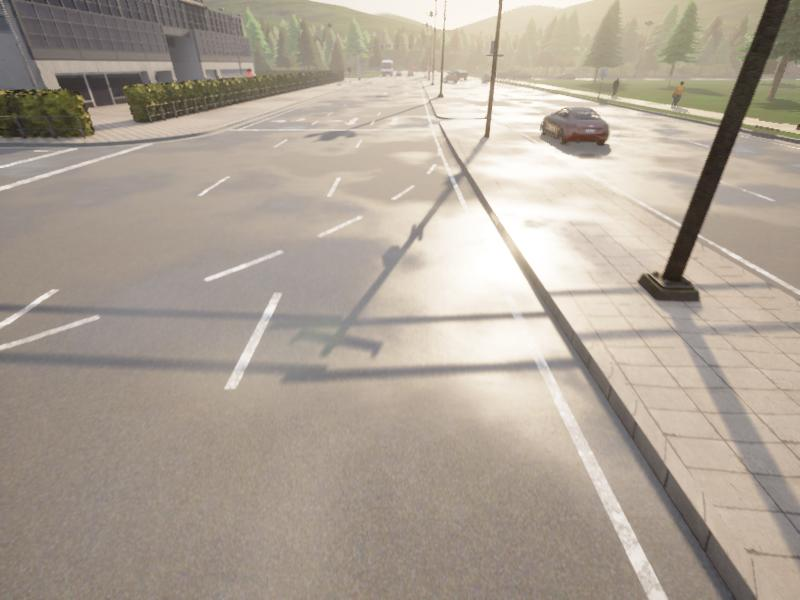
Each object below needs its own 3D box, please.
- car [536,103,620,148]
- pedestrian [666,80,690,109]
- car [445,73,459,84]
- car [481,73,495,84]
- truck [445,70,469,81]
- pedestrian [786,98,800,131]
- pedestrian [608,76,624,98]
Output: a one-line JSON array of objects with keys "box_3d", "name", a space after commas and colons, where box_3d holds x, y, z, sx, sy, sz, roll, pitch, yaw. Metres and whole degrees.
[{"box_3d": [7.976, -8.114, 18.411, 1.994, 1.385, 4.181, 0, 30, 1], "name": "car"}, {"box_3d": [20.696, -15.307, 29.802, 0.751, 1.860, 0.751, 2, 30, 3], "name": "pedestrian"}, {"box_3d": [9.928, -42.846, 77.281, 2.152, 1.651, 5.027, 1, 30, 1], "name": "car"}, {"box_3d": [16.916, -42.516, 76.724, 1.851, 1.617, 3.988, 1, 30, 1], "name": "car"}, {"box_3d": [12.856, -51.077, 90.812, 2.390, 2.098, 6.274, -12, 33, -20], "name": "truck"}, {"box_3d": [20.118, -9.355, 19.671, 0.751, 1.860, 0.751, 2, 30, 3], "name": "pedestrian"}, {"box_3d": [21.233, -20.943, 39.394, 0.751, 1.860, 0.751, 1, 30, 3], "name": "pedestrian"}]
